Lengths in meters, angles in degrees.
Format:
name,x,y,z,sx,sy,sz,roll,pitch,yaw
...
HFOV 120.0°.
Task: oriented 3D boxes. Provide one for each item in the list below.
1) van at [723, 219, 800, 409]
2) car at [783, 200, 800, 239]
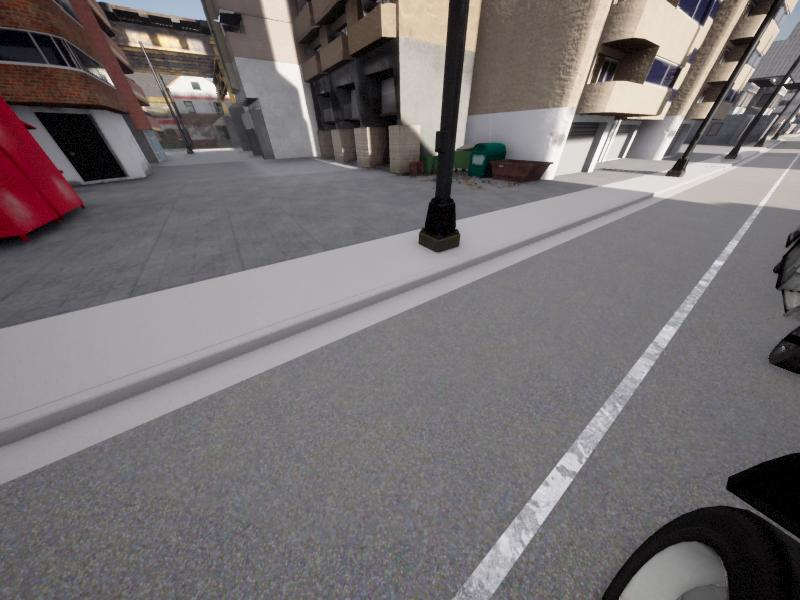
name,x,y,z,sx,sy,sz,roll,pitch,yaw
van,7.036,-0.622,2.655,6.366,2.431,2.351,-22,40,-27
car,13.144,-2.683,6.323,4.902,1.511,2.128,-22,40,-27
